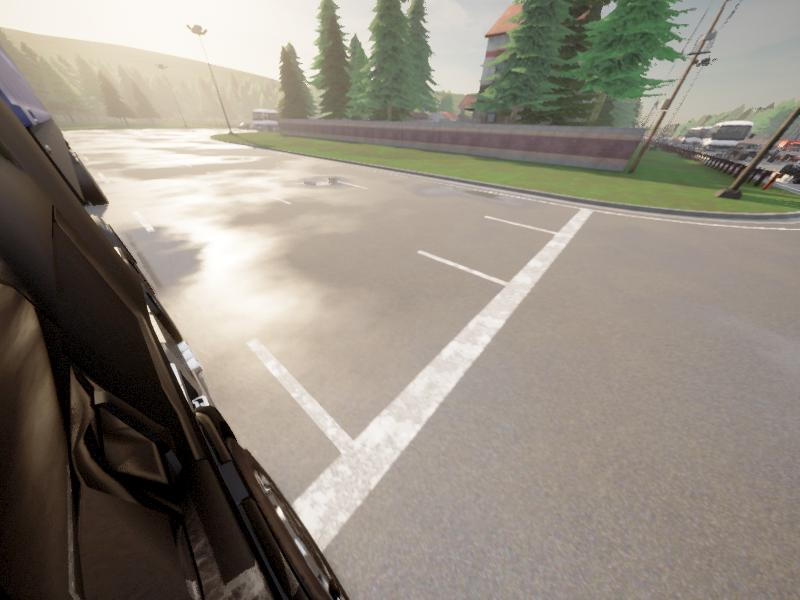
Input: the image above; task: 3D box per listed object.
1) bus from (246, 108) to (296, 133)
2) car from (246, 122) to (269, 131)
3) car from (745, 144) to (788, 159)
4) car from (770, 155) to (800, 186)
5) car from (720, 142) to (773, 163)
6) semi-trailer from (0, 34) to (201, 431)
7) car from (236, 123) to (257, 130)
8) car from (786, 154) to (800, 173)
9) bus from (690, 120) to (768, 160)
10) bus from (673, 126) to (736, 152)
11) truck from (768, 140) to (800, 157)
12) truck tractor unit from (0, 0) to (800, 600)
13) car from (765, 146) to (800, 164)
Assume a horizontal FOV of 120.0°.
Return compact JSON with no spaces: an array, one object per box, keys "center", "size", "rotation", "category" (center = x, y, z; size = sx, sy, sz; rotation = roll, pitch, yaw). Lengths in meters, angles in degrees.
[{"center":[-30.769,-43.408,56.048],"size":[3.944,4.253,10.273],"rotation":[12,38,13],"category":"bus"},{"center":[-36.873,-45.068,60.094],"size":[2.033,1.649,4.856],"rotation":[12,38,13],"category":"car"},{"center":[57.971,-23.543,36.637],"size":[2.242,1.667,4.611],"rotation":[28,44,29],"category":"car"},{"center":[27.415,-8.523,15.221],"size":[1.812,1.442,4.674],"rotation":[28,44,29],"category":"car"},{"center":[43.808,-18.784,29.365],"size":[1.905,1.878,3.866],"rotation":[19,40,21],"category":"car"},{"center":[-8.657,-3.623,4.282],"size":[14.254,4.402,2.717],"rotation":[29,44,30],"category":"semi-trailer"},{"center":[-40.269,-45.605,60.757],"size":[1.816,1.474,4.193],"rotation":[12,38,13],"category":"car"},{"center":[37.864,-12.292,20.854],"size":[1.994,1.385,4.181],"rotation":[30,45,32],"category":"car"},{"center":[47.493,-23.587,33.976],"size":[3.944,4.253,10.273],"rotation":[30,45,32],"category":"bus"},{"center":[65.915,-35.293,50.529],"size":[3.944,4.253,10.273],"rotation":[19,40,21],"category":"bus"},{"center":[74.939,-29.192,44.402],"size":[2.627,2.467,5.204],"rotation":[28,43,30],"category":"truck"},{"center":[-2.645,-0.295,0.352],"size":[6.516,4.208,3.053],"rotation":[28,44,30],"category":"truck tractor unit"},{"center":[51.215,-19.231,30.545],"size":[4.611,1.667,2.242],"rotation":[-28,46,-34],"category":"car"}]
